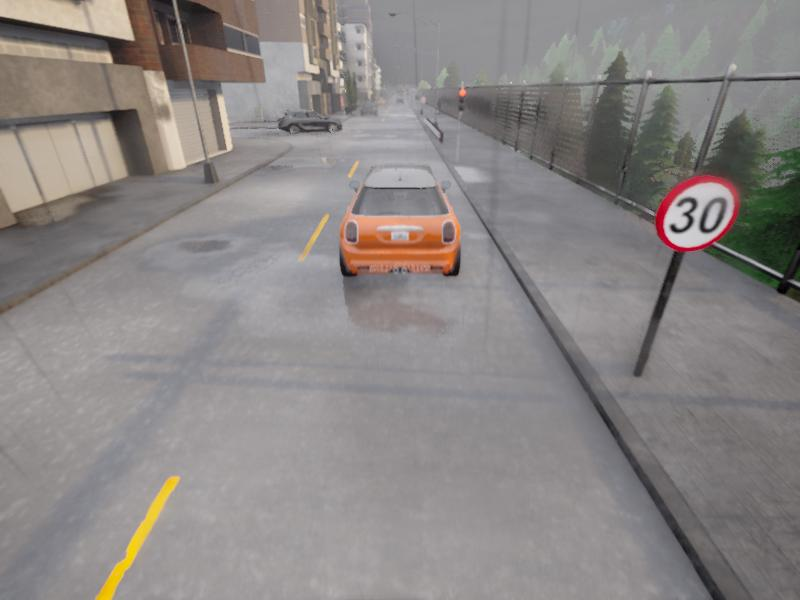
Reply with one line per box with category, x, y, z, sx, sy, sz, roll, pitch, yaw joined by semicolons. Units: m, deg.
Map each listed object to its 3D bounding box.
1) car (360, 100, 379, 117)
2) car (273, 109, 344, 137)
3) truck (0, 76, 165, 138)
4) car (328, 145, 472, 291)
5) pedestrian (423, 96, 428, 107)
car;-3.968;-25.044;52.203;2.097;1.767;4.553;0;28;0
car;-6.933;-13.578;30.536;4.856;1.649;2.033;-11;31;-21
truck;-22.257;-13.734;28.477;8.468;3.827;2.891;0;28;0
car;0.003;-1.991;8.274;2.097;1.767;4.553;0;28;0
pedestrian;4.927;-38.163;76.851;0.751;1.860;0.751;-1;28;-1
